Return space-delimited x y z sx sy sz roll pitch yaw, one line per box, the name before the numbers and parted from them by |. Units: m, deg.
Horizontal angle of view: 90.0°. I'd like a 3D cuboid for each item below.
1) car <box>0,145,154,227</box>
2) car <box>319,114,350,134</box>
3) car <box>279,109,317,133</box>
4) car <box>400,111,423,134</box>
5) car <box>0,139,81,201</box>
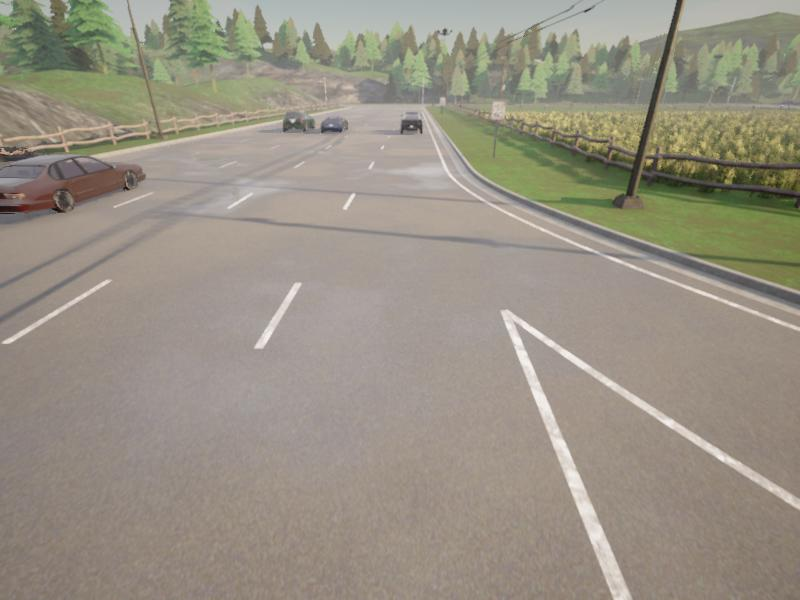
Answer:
car | -10.368 -3.753 12.414 2.033 1.411 5.357 1 27 2
car | -5.939 -16.148 36.571 1.994 1.385 4.181 1 27 2
car | -9.409 -16.776 37.334 2.097 1.767 4.553 1 27 2
car | 1.075 -16.116 36.202 1.930 1.638 5.238 1 27 2
car | -13.824 -4.459 13.649 2.007 1.525 4.514 1 27 2
